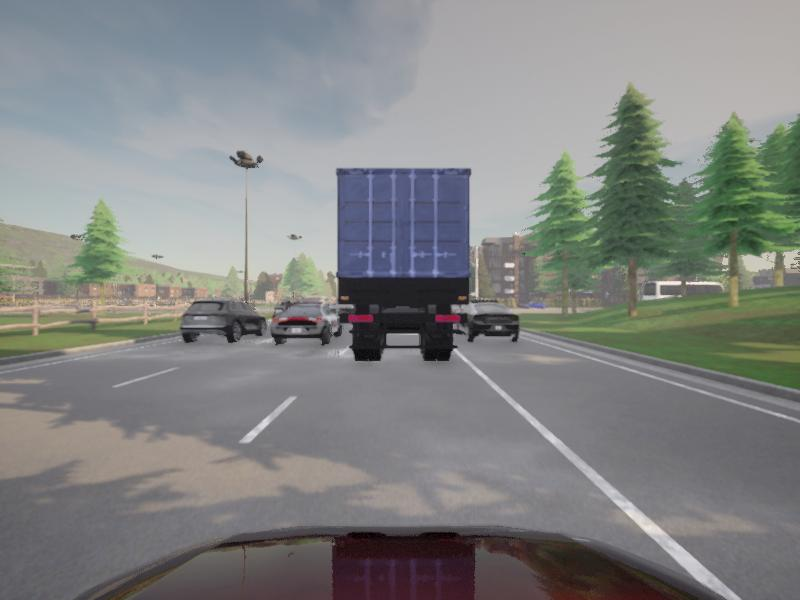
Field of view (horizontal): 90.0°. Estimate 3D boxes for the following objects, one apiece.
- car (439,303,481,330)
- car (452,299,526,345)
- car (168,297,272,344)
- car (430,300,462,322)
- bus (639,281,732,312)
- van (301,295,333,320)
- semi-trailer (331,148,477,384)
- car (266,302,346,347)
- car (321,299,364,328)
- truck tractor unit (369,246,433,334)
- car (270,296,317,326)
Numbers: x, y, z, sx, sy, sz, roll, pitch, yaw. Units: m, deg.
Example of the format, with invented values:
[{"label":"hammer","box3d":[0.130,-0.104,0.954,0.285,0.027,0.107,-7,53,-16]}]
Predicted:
[{"label":"car","box3d":[3.495,0.887,24.120,1.812,1.442,4.674,0,0,0]},{"label":"car","box3d":[3.502,0.783,16.832,1.930,1.638,5.238,0,0,0]},{"label":"car","box3d":[-6.999,0.783,16.304,2.033,1.649,4.856,0,-2,0]},{"label":"car","box3d":[3.502,0.794,31.493,1.930,1.638,5.238,0,0,0]},{"label":"bus","box3d":[40.089,-0.493,56.460,10.273,4.253,3.944,0,0,0]},{"label":"van","box3d":[-6.998,0.623,34.161,1.775,1.987,4.442,0,0,0]},{"label":"semi-trailer","box3d":[0.056,-0.608,14.575,2.717,4.402,14.254,0,0,0]},{"label":"car","box3d":[-3.501,0.837,15.987,2.038,1.542,4.974,0,0,0]},{"label":"car","box3d":[-3.499,0.790,25.354,1.930,1.638,5.238,0,0,0]},{"label":"truck tractor unit","box3d":[0.028,-0.481,22.496,3.053,4.208,6.516,0,0,0]},{"label":"car","box3d":[-7.000,0.672,26.888,1.932,1.855,4.605,0,0,0]}]
